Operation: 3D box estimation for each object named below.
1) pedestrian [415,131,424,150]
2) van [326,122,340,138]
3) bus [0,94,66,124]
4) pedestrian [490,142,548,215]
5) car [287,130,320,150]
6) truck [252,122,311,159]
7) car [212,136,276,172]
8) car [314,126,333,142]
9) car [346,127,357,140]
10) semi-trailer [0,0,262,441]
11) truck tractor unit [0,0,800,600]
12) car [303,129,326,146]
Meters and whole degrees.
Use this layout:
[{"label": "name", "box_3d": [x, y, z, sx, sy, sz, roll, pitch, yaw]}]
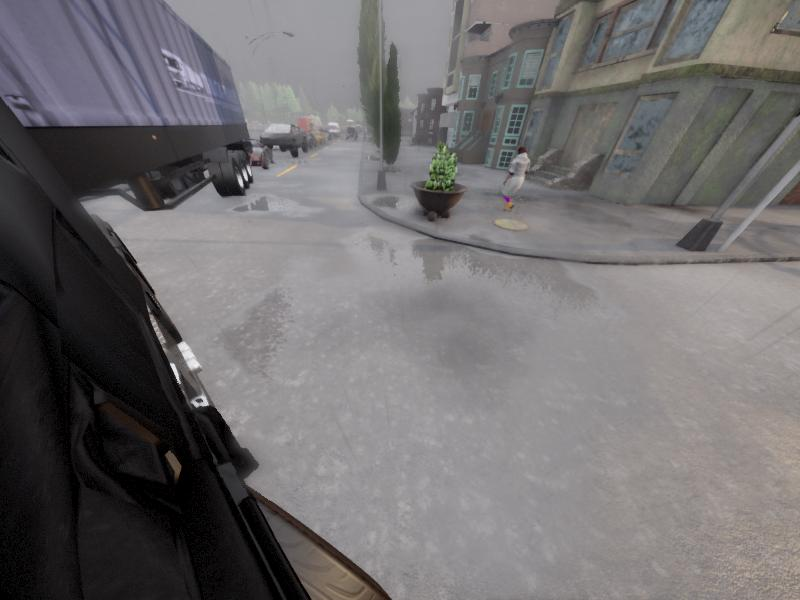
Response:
[{"label": "pedestrian", "box_3d": [2.322, -19.344, 28.005, 0.751, 1.860, 0.751, -5, 37, -10]}, {"label": "van", "box_3d": [-13.935, -35.617, 48.390, 1.988, 2.561, 5.915, -2, 37, -7]}, {"label": "bus", "box_3d": [-76.100, -38.031, 46.128, 3.944, 4.253, 10.273, -2, 37, -7]}, {"label": "pedestrian", "box_3d": [3.546, -3.688, 7.067, 0.751, 1.860, 0.751, -14, 40, -21]}, {"label": "car", "box_3d": [-10.294, -17.396, 25.052, 2.128, 1.511, 4.902, -2, 37, -7]}, {"label": "truck", "box_3d": [-9.392, -13.290, 19.113, 2.390, 2.098, 6.274, -2, 37, -7]}, {"label": "car", "box_3d": [-8.826, -8.630, 13.536, 1.994, 1.385, 4.181, -8, 37, -15]}, {"label": "car", "box_3d": [-12.120, -26.479, 36.801, 1.932, 1.855, 4.605, -2, 38, -7]}, {"label": "car", "box_3d": [-9.248, -31.988, 44.370, 1.905, 1.878, 3.866, -2, 37, -7]}, {"label": "semi-trailer", "box_3d": [-6.237, -4.576, 5.688, 2.717, 4.402, 14.254, -11, 39, -18]}, {"label": "truck tractor unit", "box_3d": [-2.645, -0.295, 0.352, 6.516, 4.208, 3.053, 28, 44, 30]}, {"label": "car", "box_3d": [-11.149, -21.600, 30.575, 1.801, 1.575, 5.366, -2, 37, -7]}]
